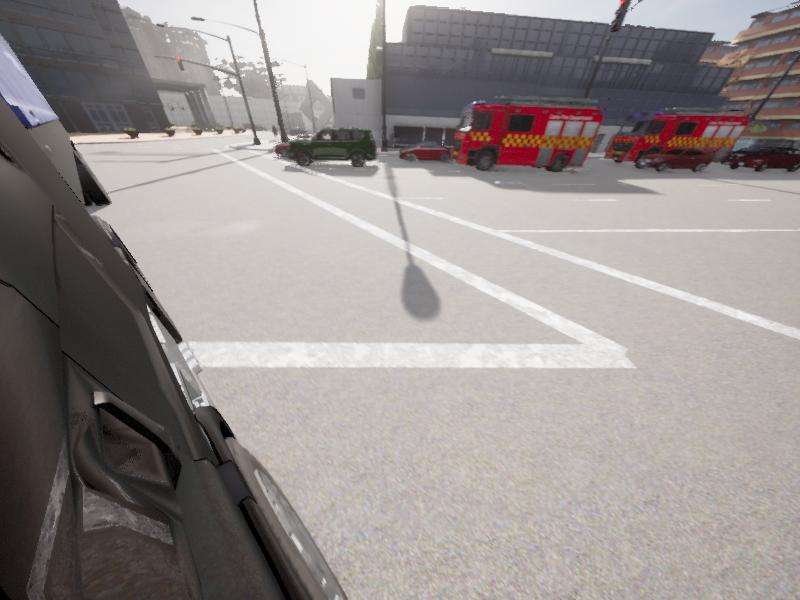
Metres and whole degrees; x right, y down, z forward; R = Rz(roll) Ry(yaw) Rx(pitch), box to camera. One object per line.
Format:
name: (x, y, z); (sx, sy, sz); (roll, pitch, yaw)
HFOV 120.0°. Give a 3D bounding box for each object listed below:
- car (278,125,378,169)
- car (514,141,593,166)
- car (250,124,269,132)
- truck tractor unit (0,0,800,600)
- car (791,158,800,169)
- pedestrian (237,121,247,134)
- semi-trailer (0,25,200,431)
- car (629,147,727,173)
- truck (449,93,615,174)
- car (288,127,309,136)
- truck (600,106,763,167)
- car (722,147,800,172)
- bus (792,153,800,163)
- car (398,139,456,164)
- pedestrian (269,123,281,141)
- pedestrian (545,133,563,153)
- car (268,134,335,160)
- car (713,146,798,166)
car: (-4.250, -9.786, 14.787); (5.566, 2.045, 2.150); (-2, 37, -6)
car: (12.570, -12.204, 19.217); (4.974, 1.542, 2.038); (-2, 37, -4)
car: (-38.715, -47.321, 63.632); (5.027, 1.651, 2.152); (29, 44, 30)
truck tractor unit: (-2.645, -0.295, 0.351); (6.516, 4.208, 3.053); (28, 44, 30)
car: (34.186, -10.891, 17.925); (3.806, 1.475, 1.970); (-2, 37, -4)
pedestrian: (-29.684, -32.326, 43.357); (0.751, 1.860, 0.751); (-1, 37, -5)
semi-trailer: (-8.621, -3.641, 4.325); (14.254, 4.402, 2.717); (29, 44, 31)
car: (20.196, -10.309, 16.963); (4.674, 1.442, 1.812); (-2, 37, -4)
truck: (8.044, -10.859, 15.338); (8.468, 3.827, 2.891); (-1, 37, -4)
car: (-21.449, -35.843, 49.159); (1.837, 1.490, 4.892); (6, 37, 4)
truck: (22.767, -13.487, 19.258); (8.468, 3.827, 2.891); (-2, 37, -4)
car: (27.999, -10.651, 17.502); (4.193, 1.474, 1.816); (-2, 37, -4)
bus: (44.364, -14.317, 20.593); (10.273, 4.253, 3.944); (-1, 37, -5)
car: (2.052, -11.860, 18.449); (4.181, 1.385, 1.994); (-1, 37, -5)
pedestrian: (-16.821, -22.596, 31.090); (0.751, 1.860, 0.751); (0, 37, -3)
pedestrian: (17.682, -17.982, 26.531); (0.751, 1.860, 0.751); (-8, 38, -14)
car: (-7.322, -11.703, 17.664); (4.193, 1.474, 1.816); (-1, 37, -4)
car: (31.482, -12.859, 20.587); (4.181, 1.385, 1.994); (-3, 37, -4)
